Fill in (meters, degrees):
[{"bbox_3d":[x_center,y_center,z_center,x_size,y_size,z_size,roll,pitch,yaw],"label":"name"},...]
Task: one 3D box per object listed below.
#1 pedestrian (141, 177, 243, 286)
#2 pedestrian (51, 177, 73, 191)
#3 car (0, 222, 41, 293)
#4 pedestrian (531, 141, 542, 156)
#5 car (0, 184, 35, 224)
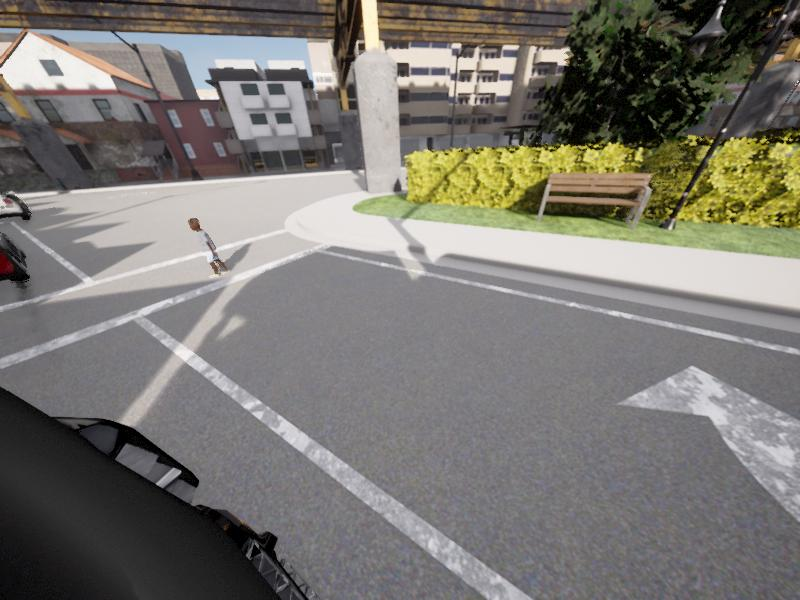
[{"bbox_3d":[-4.015,-1.360,4.640,0.751,1.860,0.751,-24,39,-28],"label":"pedestrian"},{"bbox_3d":[-31.620,-10.811,21.612,0.500,1.100,0.500,-6,34,-5],"label":"pedestrian"},{"bbox_3d":[-10.393,-1.075,5.127,3.806,1.475,1.970,18,39,29],"label":"car"},{"bbox_3d":[19.959,-22.134,33.788,0.751,1.860,0.751,-9,34,-9],"label":"pedestrian"},{"bbox_3d":[-20.830,-4.856,11.702,3.806,1.475,1.970,20,40,30],"label":"car"}]
